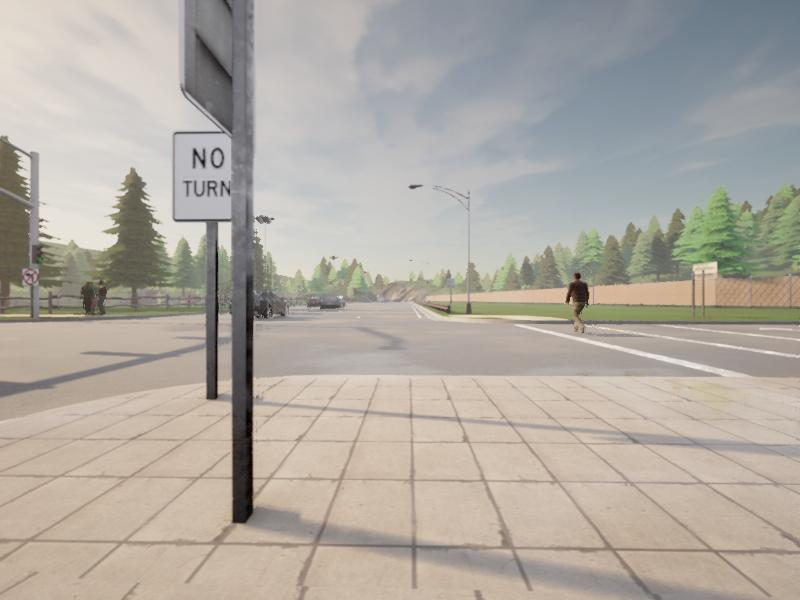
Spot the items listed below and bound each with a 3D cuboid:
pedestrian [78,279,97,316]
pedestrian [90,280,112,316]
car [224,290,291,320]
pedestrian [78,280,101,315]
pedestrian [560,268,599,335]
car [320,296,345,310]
[{"bbox_3d":[-16.219,-0.119,20.748,0.751,1.860,0.751,0,0,-39],"label":"pedestrian"},{"bbox_3d":[-15.792,-0.119,21.155,0.751,1.860,0.751,0,0,36],"label":"pedestrian"},{"bbox_3d":[-7.613,0.242,21.943,1.837,1.490,4.892,0,0,1],"label":"car"},{"bbox_3d":[-16.629,-0.119,21.442,0.751,1.860,0.751,0,0,-19],"label":"pedestrian"},{"bbox_3d":[5.166,0.038,11.558,0.751,1.860,0.751,0,0,-5],"label":"pedestrian"},{"bbox_3d":[-7.187,0.305,42.996,1.994,1.385,4.181,0,0,1],"label":"car"}]
